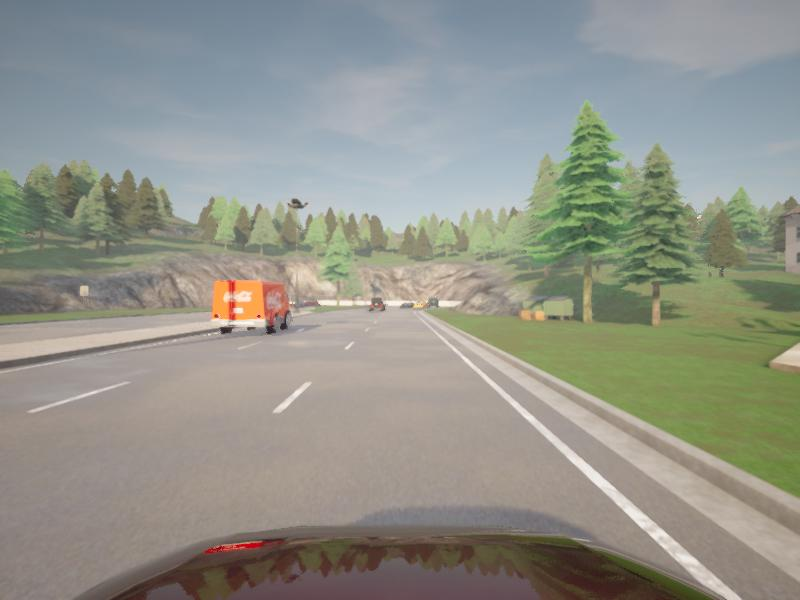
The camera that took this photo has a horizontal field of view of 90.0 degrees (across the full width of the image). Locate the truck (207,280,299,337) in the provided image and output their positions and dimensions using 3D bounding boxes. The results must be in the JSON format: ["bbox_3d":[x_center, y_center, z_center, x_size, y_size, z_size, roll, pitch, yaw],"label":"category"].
[{"bbox_3d":[-6.998,0.349,19.851,2.627,2.467,5.204,0,0,0],"label":"truck"}]

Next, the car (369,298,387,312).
[{"bbox_3d":[-3.016,0.626,55.276,1.905,1.878,3.866,0,0,6],"label":"car"}]
